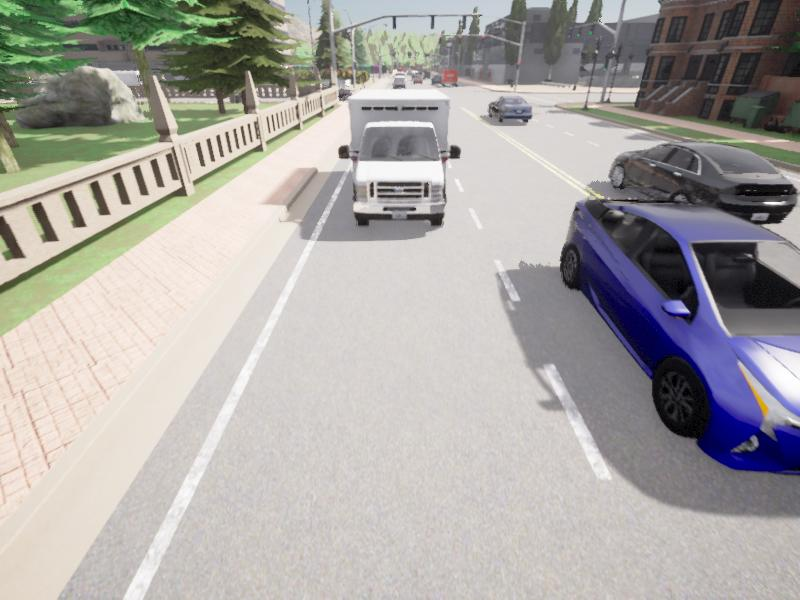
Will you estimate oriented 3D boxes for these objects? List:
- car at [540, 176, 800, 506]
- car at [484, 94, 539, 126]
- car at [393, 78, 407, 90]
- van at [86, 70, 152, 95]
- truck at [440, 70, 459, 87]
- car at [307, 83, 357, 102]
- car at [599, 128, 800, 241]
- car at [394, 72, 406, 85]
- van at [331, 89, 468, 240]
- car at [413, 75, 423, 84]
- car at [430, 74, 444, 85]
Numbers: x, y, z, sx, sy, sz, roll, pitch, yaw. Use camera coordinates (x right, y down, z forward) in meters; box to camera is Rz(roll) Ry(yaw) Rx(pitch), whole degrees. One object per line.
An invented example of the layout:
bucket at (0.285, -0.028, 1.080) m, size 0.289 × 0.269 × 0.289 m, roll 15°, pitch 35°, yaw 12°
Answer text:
car at (3.492, -0.153, 4.753) m, size 2.007 × 1.525 × 4.514 m, roll 0°, pitch 30°, yaw 0°
car at (6.987, -12.281, 25.627) m, size 2.033 × 1.411 × 5.357 m, roll 0°, pitch 30°, yaw 0°
car at (-0.027, -33.386, 61.706) m, size 2.033 × 1.411 × 5.357 m, roll 0°, pitch 30°, yaw 0°
van at (-34.050, -26.397, 48.582) m, size 5.915 × 2.561 × 1.988 m, roll 0°, pitch 30°, yaw 0°
truck at (8.364, -37.913, 68.396) m, size 2.627 × 2.467 × 5.204 m, roll 0°, pitch 30°, yaw 0°
car at (-6.668, -20.626, 39.765) m, size 4.514 × 1.525 × 2.007 m, roll 0°, pitch 30°, yaw 0°
car at (6.989, -3.045, 9.730) m, size 1.837 × 1.490 × 4.892 m, roll 0°, pitch 30°, yaw 0°
car at (-0.029, -42.116, 76.013) m, size 2.150 × 2.045 × 5.566 m, roll 0°, pitch 30°, yaw 0°
van at (-0.013, -3.870, 10.216) m, size 2.351 × 2.431 × 6.366 m, roll 0°, pitch 30°, yaw 0°
car at (3.470, -42.298, 76.791) m, size 1.845 × 1.501 × 3.633 m, roll 0°, pitch 30°, yaw 0°
car at (6.971, -41.835, 75.922) m, size 2.033 × 1.649 × 4.856 m, roll 0°, pitch 30°, yaw 0°
